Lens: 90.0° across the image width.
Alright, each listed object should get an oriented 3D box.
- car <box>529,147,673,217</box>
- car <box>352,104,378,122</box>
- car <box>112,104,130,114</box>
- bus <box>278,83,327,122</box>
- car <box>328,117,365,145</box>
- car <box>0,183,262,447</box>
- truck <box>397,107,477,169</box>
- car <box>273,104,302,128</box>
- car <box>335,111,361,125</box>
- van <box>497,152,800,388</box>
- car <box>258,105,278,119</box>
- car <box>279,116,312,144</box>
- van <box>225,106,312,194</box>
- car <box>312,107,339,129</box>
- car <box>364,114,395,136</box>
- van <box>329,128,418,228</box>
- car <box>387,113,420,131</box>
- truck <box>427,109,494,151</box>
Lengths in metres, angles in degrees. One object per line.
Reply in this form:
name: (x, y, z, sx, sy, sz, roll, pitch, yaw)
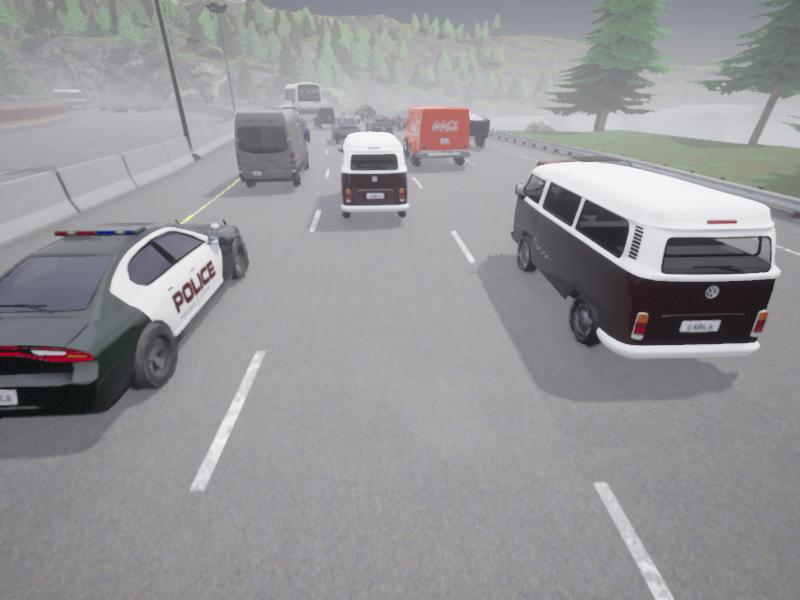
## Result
car: (6.123, -4.006, 12.988, 1.895, 1.301, 4.718, -3, 27, -5)
car: (-4.515, -24.052, 51.368, 1.932, 1.855, 4.605, -10, 29, -19)
car: (-52.371, -35.945, 75.079, 2.007, 1.525, 4.514, -20, 33, -33)
bus: (-12.968, -25.969, 52.519, 3.944, 4.253, 10.273, -11, 29, -20)
car: (-3.932, -12.258, 28.826, 2.128, 1.511, 4.902, -6, 28, -11)
car: (-3.777, -0.398, 5.734, 2.038, 1.542, 4.974, -1, 27, -2)
truck: (1.563, -8.130, 19.691, 2.627, 2.467, 5.204, -4, 26, -8)
car: (-12.035, -19.630, 42.599, 2.150, 2.045, 5.566, -9, 29, -17)
car: (-6.022, -21.108, 46.282, 1.895, 1.301, 4.718, -9, 29, -18)
van: (3.207, -0.926, 6.187, 2.069, 2.038, 4.480, -1, 27, -2)
car: (-18.902, -26.928, 57.294, 1.851, 1.617, 3.988, -13, 30, -23)
car: (-7.656, -12.535, 29.358, 2.007, 1.525, 4.514, -6, 28, -11)
van: (-4.850, -6.154, 15.833, 1.988, 2.561, 5.915, -3, 27, -6)
car: (-7.579, -18.472, 40.509, 1.905, 1.878, 3.866, -8, 28, -16)
car: (-1.837, -15.025, 34.244, 1.816, 1.474, 4.193, -7, 28, -13)
van: (-0.818, -3.797, 11.778, 2.069, 2.038, 4.480, -2, 27, -5)
car: (0.282, -17.451, 39.153, 1.895, 1.301, 4.718, -8, 28, -14)
truck: (3.748, -11.434, 26.563, 2.390, 2.098, 6.274, -5, 28, -10)
